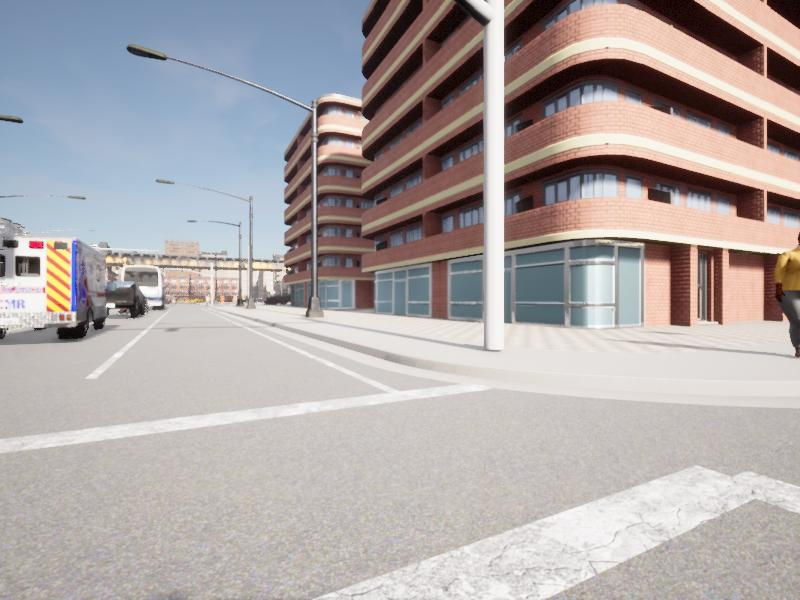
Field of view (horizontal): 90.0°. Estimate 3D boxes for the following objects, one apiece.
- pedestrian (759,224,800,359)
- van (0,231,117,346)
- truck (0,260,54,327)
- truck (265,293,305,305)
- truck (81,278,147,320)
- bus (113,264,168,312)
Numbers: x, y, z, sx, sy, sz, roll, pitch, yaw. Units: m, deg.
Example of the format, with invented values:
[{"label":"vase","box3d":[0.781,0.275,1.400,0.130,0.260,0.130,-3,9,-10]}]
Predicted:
[{"label":"pedestrian","box3d":[5.851,-0.115,5.763,0.751,1.860,0.751,0,0,16]},{"label":"van","box3d":[-9.891,-0.222,11.293,2.351,2.431,6.366,0,0,-28]},{"label":"truck","box3d":[-16.753,-0.244,16.576,2.627,2.467,5.204,0,0,-28]},{"label":"truck","box3d":[-20.145,-0.211,70.222,6.274,2.098,2.390,-1,0,-27]},{"label":"truck","box3d":[-16.592,-0.058,23.568,2.390,2.098,6.274,0,0,-28]},{"label":"bus","box3d":[-26.304,-1.129,41.145,3.944,4.253,10.273,0,1,-29]}]
